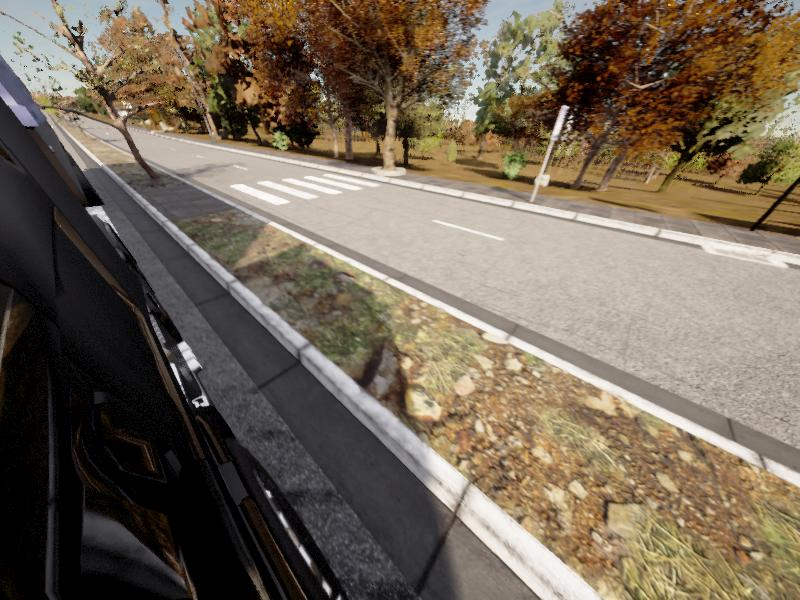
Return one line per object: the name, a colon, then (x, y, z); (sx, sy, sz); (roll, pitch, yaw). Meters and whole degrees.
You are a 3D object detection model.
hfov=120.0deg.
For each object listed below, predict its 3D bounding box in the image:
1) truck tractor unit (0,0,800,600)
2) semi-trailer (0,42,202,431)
truck tractor unit: (-2.645, -0.295, 0.352); (6.516, 4.208, 3.053); (28, 44, 30)
semi-trailer: (-8.709, -3.574, 4.252); (14.254, 4.402, 2.717); (28, 44, 30)
